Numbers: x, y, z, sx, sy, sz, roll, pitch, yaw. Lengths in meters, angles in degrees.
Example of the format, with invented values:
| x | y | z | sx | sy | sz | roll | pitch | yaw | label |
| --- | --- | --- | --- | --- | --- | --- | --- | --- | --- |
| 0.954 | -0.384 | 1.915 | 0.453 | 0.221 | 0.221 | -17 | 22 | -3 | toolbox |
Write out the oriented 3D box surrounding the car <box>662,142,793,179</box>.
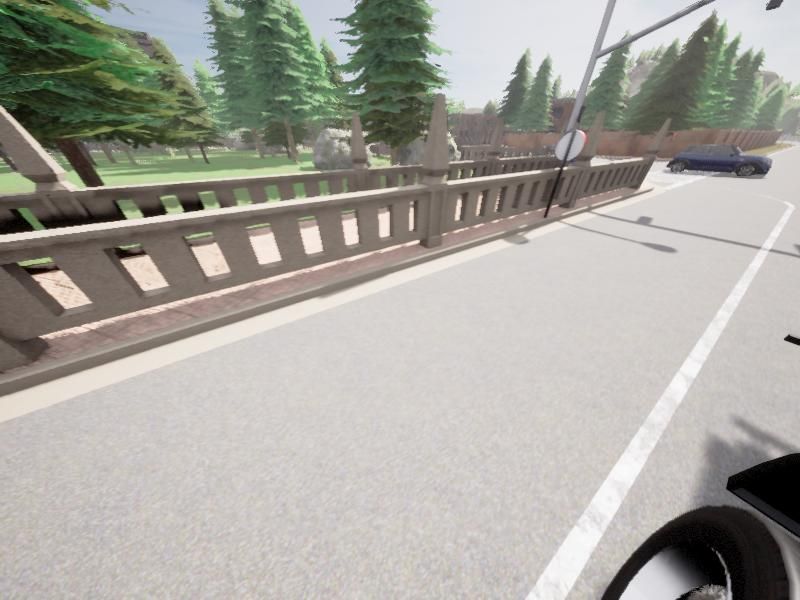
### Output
| x | y | z | sx | sy | sz | roll | pitch | yaw | label |
| --- | --- | --- | --- | --- | --- | --- | --- | --- | --- |
| 21.249 | -9.393 | 15.347 | 2.097 | 1.767 | 4.553 | -25 | 42 | -30 | car |

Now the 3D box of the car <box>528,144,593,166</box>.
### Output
| x | y | z | sx | sy | sz | roll | pitch | yaw | label |
| --- | --- | --- | --- | --- | --- | --- | --- | --- | --- |
| 15.281 | -14.074 | 22.303 | 2.007 | 1.525 | 4.514 | -21 | 40 | -26 | car |

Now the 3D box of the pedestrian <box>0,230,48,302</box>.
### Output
| x | y | z | sx | sy | sz | roll | pitch | yaw | label |
| --- | --- | --- | --- | --- | --- | --- | --- | --- | --- |
| -6.629 | -0.886 | 3.348 | 0.751 | 1.860 | 0.751 | -27 | 43 | -32 | pedestrian |
